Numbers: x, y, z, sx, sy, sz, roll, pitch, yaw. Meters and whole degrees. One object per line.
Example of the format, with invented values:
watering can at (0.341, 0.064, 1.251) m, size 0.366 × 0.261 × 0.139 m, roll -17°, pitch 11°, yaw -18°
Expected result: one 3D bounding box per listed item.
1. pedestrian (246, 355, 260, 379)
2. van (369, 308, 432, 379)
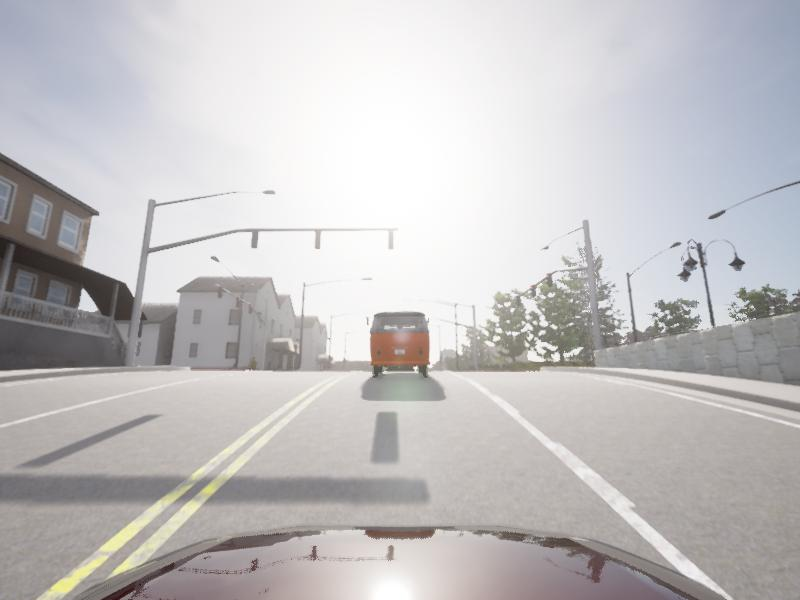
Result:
pedestrian at (-12.056, 5.498, 32.818) m, size 0.751 × 1.860 × 0.751 m, roll 0°, pitch -12°, yaw -1°
van at (0.001, 1.524, 13.634) m, size 1.775 × 1.987 × 4.442 m, roll -1°, pitch -8°, yaw 0°
